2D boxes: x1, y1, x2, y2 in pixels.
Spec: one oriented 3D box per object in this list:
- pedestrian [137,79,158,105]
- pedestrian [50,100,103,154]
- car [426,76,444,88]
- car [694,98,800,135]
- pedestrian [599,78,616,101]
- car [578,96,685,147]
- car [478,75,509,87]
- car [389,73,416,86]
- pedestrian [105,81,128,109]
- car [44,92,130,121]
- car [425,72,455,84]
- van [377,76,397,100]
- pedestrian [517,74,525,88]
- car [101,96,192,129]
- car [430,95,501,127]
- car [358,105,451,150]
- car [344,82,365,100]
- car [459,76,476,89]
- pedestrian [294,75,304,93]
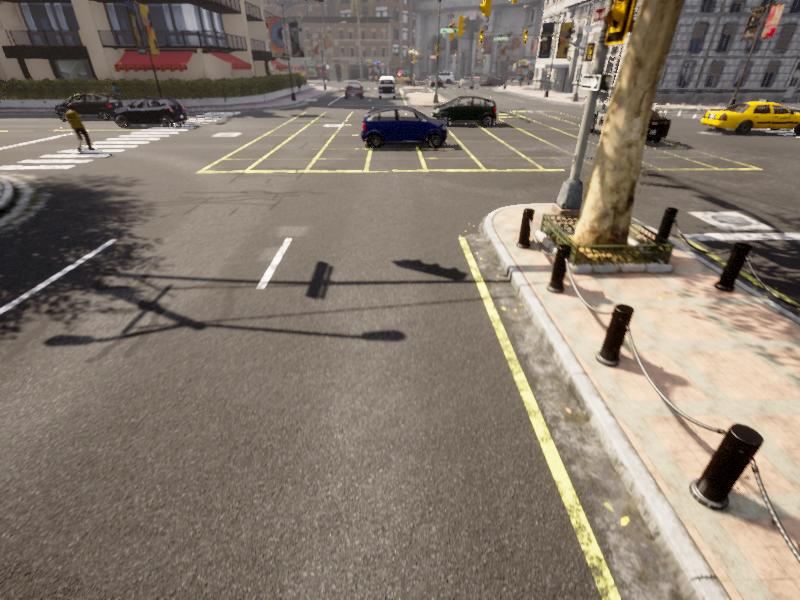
[{"bbox_3d":[-21.227,-17.502,33.678,0.751,1.860,0.751,-2,30,-4],"label":"pedestrian"},{"bbox_3d":[-12.579,-6.750,15.621,0.751,1.860,0.751,1,30,2],"label":"pedestrian"},{"bbox_3d":[5.722,-35.659,65.407,2.038,1.542,4.974,-3,31,-5],"label":"car"},{"bbox_3d":[18.751,-9.493,20.668,5.366,1.575,1.801,1,30,1],"label":"car"},{"bbox_3d":[19.368,-19.645,37.386,0.751,1.860,0.751,-4,31,-6],"label":"pedestrian"},{"bbox_3d":[10.720,-8.636,19.135,1.930,1.638,5.238,-1,31,-1],"label":"car"},{"bbox_3d":[16.230,-37.999,69.409,4.611,1.667,2.242,-15,33,-23],"label":"car"},{"bbox_3d":[0.477,-39.896,72.294,4.605,1.855,1.932,22,37,32],"label":"car"},{"bbox_3d":[-21.543,-15.597,30.422,0.751,1.860,0.751,-5,31,-9],"label":"pedestrian"},{"bbox_3d":[-19.956,-12.443,25.691,3.705,1.549,1.789,-1,30,-1],"label":"car"},{"bbox_3d":[7.604,-42.398,76.416,5.566,2.045,2.150,0,30,-1],"label":"car"},{"bbox_3d":[-1.364,-22.515,42.436,2.069,2.038,4.480,-1,30,-1],"label":"van"},{"bbox_3d":[18.411,-33.374,60.839,0.751,1.860,0.751,0,30,0],"label":"pedestrian"},{"bbox_3d":[-14.193,-10.625,22.615,3.633,1.501,1.845,1,30,1],"label":"car"},{"bbox_3d":[3.728,-10.987,23.232,3.705,1.549,1.789,-1,30,-2],"label":"car"},{"bbox_3d":[0.161,-7.401,17.104,3.705,1.549,1.789,-1,30,-1],"label":"car"},{"bbox_3d":[-4.882,-22.531,43.049,1.812,1.442,4.674,-1,30,-1],"label":"car"},{"bbox_3d":[10.621,-34.254,62.919,2.152,1.651,5.027,7,31,12],"label":"car"},{"bbox_3d":[-12.272,-26.230,48.598,0.751,1.860,0.751,-1,30,-1],"label":"pedestrian"}]
